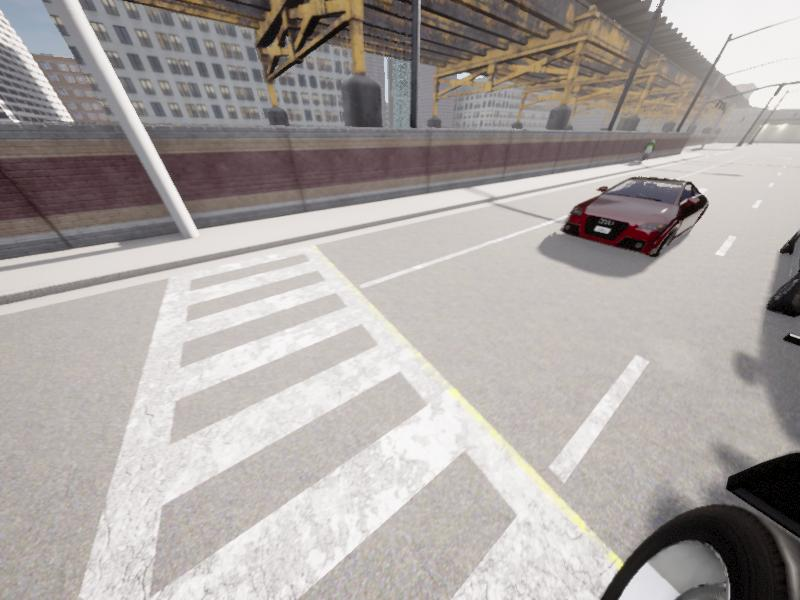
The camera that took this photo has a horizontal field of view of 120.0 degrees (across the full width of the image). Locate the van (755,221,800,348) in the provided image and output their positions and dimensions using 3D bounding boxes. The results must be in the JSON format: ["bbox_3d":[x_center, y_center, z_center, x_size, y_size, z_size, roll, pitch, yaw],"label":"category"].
[{"bbox_3d":[8.004,-1.124,3.215,5.915,2.561,1.988,-23,41,-27],"label":"van"}]

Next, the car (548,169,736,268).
[{"bbox_3d":[6.267,-2.386,6.037,4.181,1.385,1.994,-21,40,-26],"label":"car"}]

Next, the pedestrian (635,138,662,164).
[{"bbox_3d":[21.733,-13.041,20.250,0.751,1.860,0.751,-19,39,-25],"label":"pedestrian"}]
